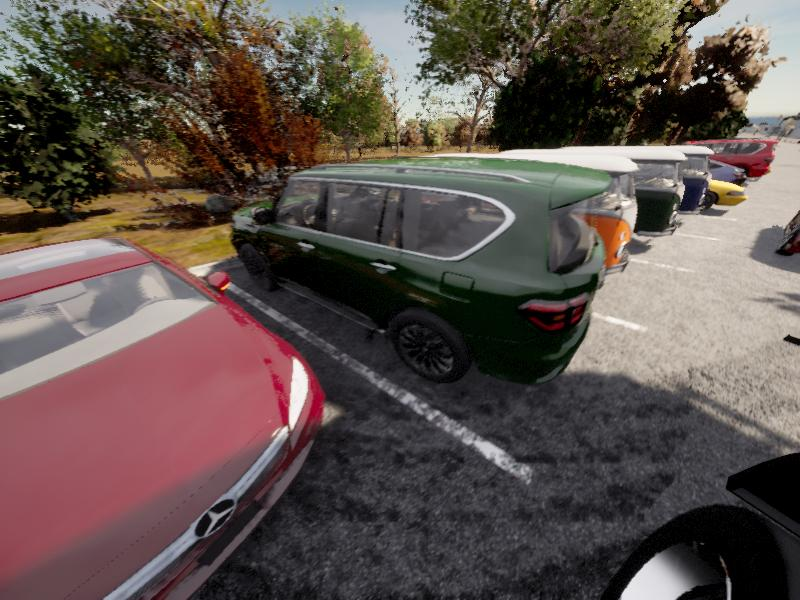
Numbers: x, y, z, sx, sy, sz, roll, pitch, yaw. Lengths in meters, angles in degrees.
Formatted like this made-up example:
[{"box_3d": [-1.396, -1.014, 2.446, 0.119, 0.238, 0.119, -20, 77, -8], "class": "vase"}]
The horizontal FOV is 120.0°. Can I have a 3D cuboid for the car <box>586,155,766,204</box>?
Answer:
[{"box_3d": [11.780, -5.671, 10.559, 4.792, 1.488, 2.163, 21, 40, 29], "class": "car"}]

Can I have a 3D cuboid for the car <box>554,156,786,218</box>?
[{"box_3d": [9.522, -4.637, 9.054, 5.366, 1.575, 1.946, 21, 40, 29], "class": "car"}]

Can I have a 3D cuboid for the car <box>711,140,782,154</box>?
[{"box_3d": [49.964, -22.170, 33.535, 5.366, 1.575, 1.946, 18, 39, 26], "class": "car"}]

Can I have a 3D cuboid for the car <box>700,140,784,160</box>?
[{"box_3d": [38.187, -16.971, 26.065, 4.553, 1.767, 2.185, 19, 39, 27], "class": "car"}]

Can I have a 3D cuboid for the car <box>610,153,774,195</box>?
[{"box_3d": [14.270, -6.651, 11.924, 4.792, 1.488, 2.163, 21, 40, 29], "class": "car"}]

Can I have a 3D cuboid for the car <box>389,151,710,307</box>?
[{"box_3d": [2.146, -1.858, 4.799, 4.442, 1.987, 1.878, 21, 40, 29], "class": "car"}]

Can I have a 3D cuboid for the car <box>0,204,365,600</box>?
[{"box_3d": [-2.826, 0.311, 2.236, 4.674, 1.452, 2.002, 21, 40, 29], "class": "car"}]

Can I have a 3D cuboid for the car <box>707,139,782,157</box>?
[{"box_3d": [42.906, -19.070, 28.995, 4.553, 1.767, 2.185, 19, 39, 26], "class": "car"}]

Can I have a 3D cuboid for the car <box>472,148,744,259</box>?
[{"box_3d": [4.584, -2.854, 6.187, 4.442, 1.987, 1.878, 21, 40, 29], "class": "car"}]

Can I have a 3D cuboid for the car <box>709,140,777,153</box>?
[{"box_3d": [51.929, -23.365, 35.221, 5.366, 1.575, 1.946, 18, 39, 25], "class": "car"}]

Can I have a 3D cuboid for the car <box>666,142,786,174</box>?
[{"box_3d": [23.967, -10.776, 17.411, 4.553, 1.767, 2.185, 21, 40, 28], "class": "car"}]

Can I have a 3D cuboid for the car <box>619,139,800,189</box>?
[{"box_3d": [16.651, -7.892, 13.175, 5.566, 2.045, 2.435, 21, 41, 29], "class": "car"}]

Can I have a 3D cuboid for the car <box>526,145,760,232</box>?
[{"box_3d": [7.024, -3.850, 7.576, 4.442, 1.987, 1.878, 21, 40, 29], "class": "car"}]

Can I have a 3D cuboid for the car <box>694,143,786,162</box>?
[{"box_3d": [35.865, -15.805, 24.649, 5.008, 1.535, 2.097, 20, 40, 27], "class": "car"}]

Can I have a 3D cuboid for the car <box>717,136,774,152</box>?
[{"box_3d": [56.724, -25.680, 38.066, 4.442, 1.987, 1.878, 17, 38, 25], "class": "car"}]

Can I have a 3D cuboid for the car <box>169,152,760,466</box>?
[{"box_3d": [-0.416, -0.929, 3.465, 5.566, 2.045, 2.435, 21, 41, 29], "class": "car"}]

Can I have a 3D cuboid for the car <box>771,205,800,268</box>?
[{"box_3d": [10.319, -1.620, 4.917, 4.181, 1.385, 1.994, -22, 41, -28], "class": "car"}]

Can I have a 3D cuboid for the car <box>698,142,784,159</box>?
[{"box_3d": [40.394, -17.968, 27.673, 5.366, 1.575, 1.946, 19, 40, 27], "class": "car"}]

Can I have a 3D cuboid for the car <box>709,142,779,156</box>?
[{"box_3d": [45.203, -20.014, 30.600, 4.674, 1.452, 2.002, 19, 39, 26], "class": "car"}]

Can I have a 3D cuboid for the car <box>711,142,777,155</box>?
[{"box_3d": [47.509, -21.094, 32.112, 4.674, 1.452, 2.002, 18, 39, 26], "class": "car"}]

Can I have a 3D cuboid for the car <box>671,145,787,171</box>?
[{"box_3d": [26.354, -11.690, 18.903, 5.008, 1.535, 2.097, 21, 40, 28], "class": "car"}]

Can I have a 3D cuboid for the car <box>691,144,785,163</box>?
[{"box_3d": [33.530, -14.737, 23.207, 4.792, 1.488, 2.163, 20, 39, 27], "class": "car"}]

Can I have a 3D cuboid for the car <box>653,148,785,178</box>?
[{"box_3d": [21.533, -9.673, 16.091, 4.892, 1.521, 2.231, 21, 40, 28], "class": "car"}]

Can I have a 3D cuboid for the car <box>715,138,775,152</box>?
[{"box_3d": [54.390, -24.508, 36.600, 4.553, 1.767, 2.185, 18, 39, 25], "class": "car"}]

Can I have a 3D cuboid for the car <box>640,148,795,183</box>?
[{"box_3d": [19.263, -8.622, 14.611, 5.366, 1.575, 1.946, 21, 40, 28], "class": "car"}]

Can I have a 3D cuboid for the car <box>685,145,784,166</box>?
[{"box_3d": [31.096, -13.720, 21.789, 4.792, 1.488, 2.163, 20, 40, 28], "class": "car"}]
